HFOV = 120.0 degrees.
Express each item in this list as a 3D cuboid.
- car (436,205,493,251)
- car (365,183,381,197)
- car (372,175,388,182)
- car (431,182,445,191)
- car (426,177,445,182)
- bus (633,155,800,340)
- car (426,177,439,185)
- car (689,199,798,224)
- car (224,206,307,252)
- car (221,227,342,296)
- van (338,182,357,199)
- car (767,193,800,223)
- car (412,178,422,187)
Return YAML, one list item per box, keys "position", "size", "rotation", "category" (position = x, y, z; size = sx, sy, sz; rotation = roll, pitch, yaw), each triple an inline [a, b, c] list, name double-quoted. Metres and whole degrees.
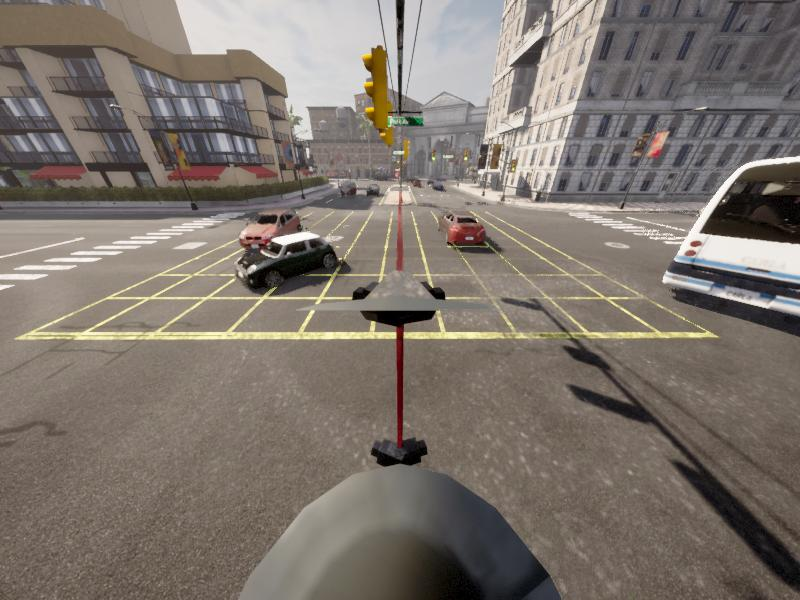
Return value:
- position: [3.747, -4.698, 14.521]
  size: [2.152, 1.651, 5.027]
  rotation: [0, 30, 0]
  category: "car"
- position: [-4.180, -17.437, 36.565]
  size: [1.930, 1.638, 5.238]
  rotation: [0, 30, 0]
  category: "car"
- position: [-6.196, -37.512, 71.102]
  size: [4.605, 1.855, 1.932]
  rotation: [13, 32, 21]
  category: "car"
- position: [7.348, -22.186, 45.063]
  size: [1.994, 1.385, 4.181]
  rotation: [0, 30, 0]
  category: "car"
- position: [10.714, -36.353, 69.563]
  size: [5.357, 1.411, 2.033]
  rotation: [0, 30, 1]
  category: "car"
- position: [14.015, -2.771, 8.562]
  size: [10.273, 4.253, 3.944]
  rotation: [-18, 33, -28]
  category: "bus"
- position: [8.442, -30.671, 59.548]
  size: [2.038, 1.542, 4.974]
  rotation: [10, 32, 17]
  category: "car"
- position: [28.323, -7.433, 19.258]
  size: [5.027, 1.651, 2.152]
  rotation: [0, 30, 0]
  category: "car"
- position: [-7.752, -4.471, 14.068]
  size: [2.242, 1.667, 4.611]
  rotation: [0, 31, 0]
  category: "car"
- position: [-4.705, -1.826, 9.692]
  size: [1.970, 1.475, 3.806]
  rotation: [23, 37, 35]
  category: "car"
- position: [-7.688, -16.402, 34.427]
  size: [1.775, 1.987, 4.442]
  rotation: [0, 30, 0]
  category: "van"
- position: [35.503, -7.623, 19.162]
  size: [5.566, 2.045, 2.150]
  rotation: [0, 30, 0]
  category: "car"
- position: [3.804, -26.794, 52.807]
  size: [1.851, 1.617, 3.988]
  rotation: [-1, 30, -1]
  category: "car"
